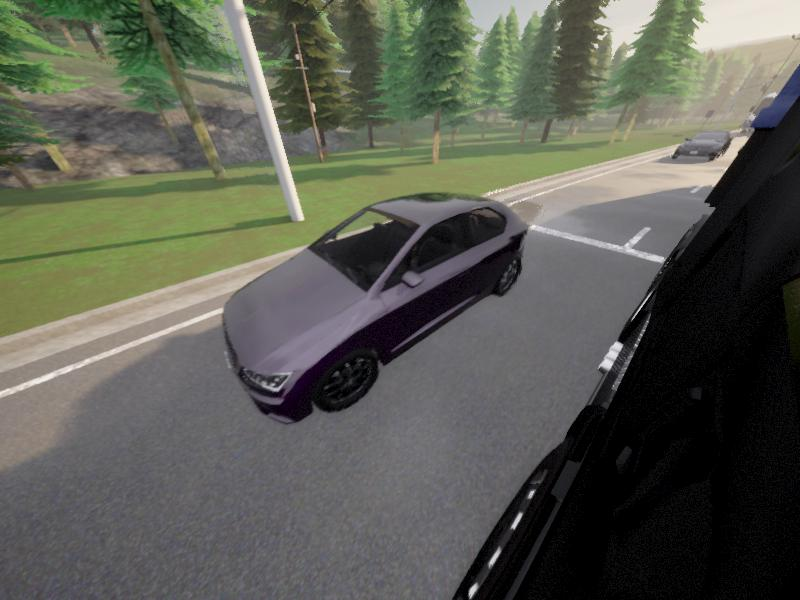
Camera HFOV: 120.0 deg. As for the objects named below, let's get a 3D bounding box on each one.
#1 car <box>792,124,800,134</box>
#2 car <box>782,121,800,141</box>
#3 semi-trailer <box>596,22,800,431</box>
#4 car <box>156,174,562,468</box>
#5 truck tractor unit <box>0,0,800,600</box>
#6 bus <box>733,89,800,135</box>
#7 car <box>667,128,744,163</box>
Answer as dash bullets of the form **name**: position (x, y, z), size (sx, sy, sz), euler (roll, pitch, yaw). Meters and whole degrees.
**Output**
- **car**: position (50.601, -21.558, 28.179), size (3.866, 1.878, 1.905), euler (-23, 41, -25)
- **car**: position (38.279, -15.838, 21.622), size (4.181, 1.385, 1.994), euler (-24, 42, -27)
- **semi-trailer**: position (8.841, -3.485, 4.111), size (14.254, 4.402, 2.717), euler (-26, 42, -28)
- **car**: position (0.004, -0.476, 3.048), size (4.193, 1.474, 1.816), euler (-28, 43, -30)
- **truck tractor unit**: position (2.645, -0.295, 0.351), size (6.516, 4.208, 3.053), euler (-28, 44, -30)
- **bus**: position (49.763, -24.704, 30.493), size (10.273, 4.253, 3.944), euler (-24, 41, -26)
- **car**: position (18.964, -9.633, 14.320), size (4.674, 1.442, 1.812), euler (-24, 42, -27)
